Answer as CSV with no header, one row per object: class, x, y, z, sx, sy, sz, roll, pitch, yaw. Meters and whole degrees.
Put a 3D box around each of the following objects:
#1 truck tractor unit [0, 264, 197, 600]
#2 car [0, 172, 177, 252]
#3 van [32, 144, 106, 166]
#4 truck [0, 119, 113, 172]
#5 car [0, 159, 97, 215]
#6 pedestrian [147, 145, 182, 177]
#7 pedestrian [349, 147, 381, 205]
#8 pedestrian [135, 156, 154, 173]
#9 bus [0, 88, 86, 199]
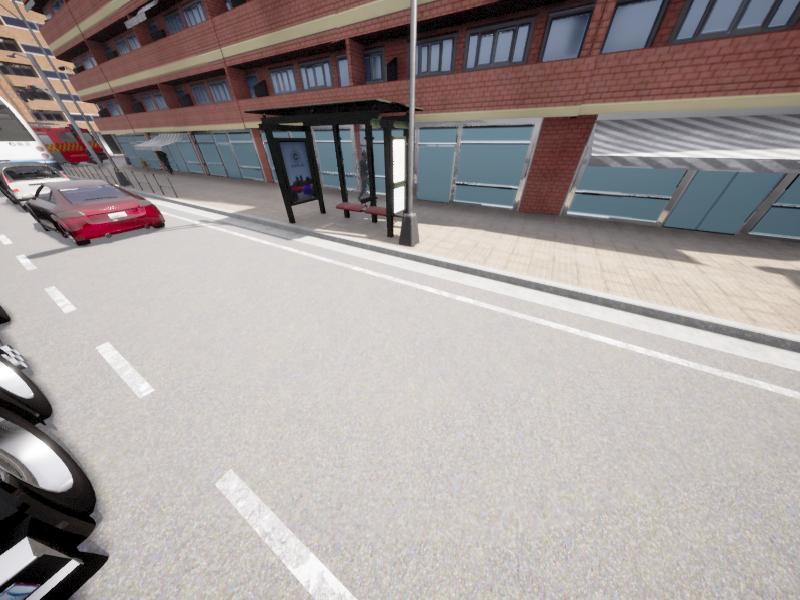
truck tractor unit,-5.110,-0.301,0.779,6.516,4.208,3.053,18,39,24
car,-9.288,-2.823,6.922,4.181,1.385,1.994,17,38,23
van,-38.964,-17.299,27.382,1.775,1.987,4.442,18,39,25
truck,-35.984,-15.805,23.607,2.891,3.827,8.468,-5,35,-6
car,-15.346,-4.887,9.721,3.988,1.617,1.851,18,39,24
pedestrian,-16.274,-9.637,16.015,0.751,1.860,0.751,15,38,21
pedestrian,-1.305,-4.741,8.875,0.751,1.860,0.751,18,39,24
pedestrian,-20.210,-10.707,18.277,0.500,1.100,0.500,18,39,24
bus,-23.285,-8.482,12.628,10.273,4.253,3.944,18,39,24
